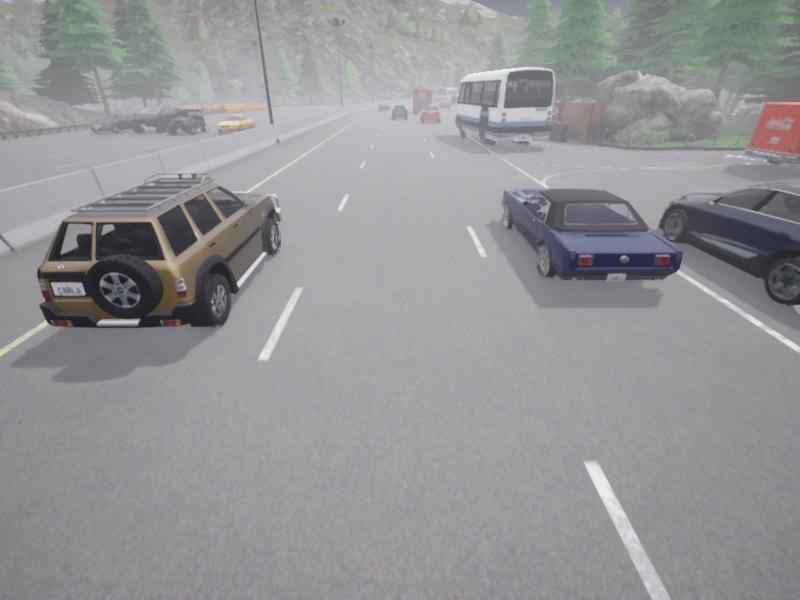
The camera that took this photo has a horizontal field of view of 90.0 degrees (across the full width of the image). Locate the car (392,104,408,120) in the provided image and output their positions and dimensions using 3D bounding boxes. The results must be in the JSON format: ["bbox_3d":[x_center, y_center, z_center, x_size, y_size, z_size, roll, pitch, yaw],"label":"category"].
[{"bbox_3d":[-0.032,-24.828,52.683,2.033,1.649,4.856,0,28,0],"label":"car"}]

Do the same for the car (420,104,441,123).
[{"bbox_3d":[3.471,-21.786,46.604,2.097,1.767,4.553,0,27,0],"label":"car"}]

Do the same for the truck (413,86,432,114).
[{"bbox_3d":[3.618,-32.390,64.841,2.891,3.827,8.468,1,27,3],"label":"truck"}]

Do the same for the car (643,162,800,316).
[{"bbox_3d":[6.993,-1.336,7.310,2.033,1.649,4.856,0,26,0],"label":"car"}]

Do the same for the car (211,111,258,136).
[{"bbox_3d":[-14.022,-15.199,34.271,1.801,1.575,5.366,0,27,0],"label":"car"}]

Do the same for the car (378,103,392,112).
[{"bbox_3d":[-2.725,-35.396,73.432,1.895,1.301,4.718,3,28,6],"label":"car"}]

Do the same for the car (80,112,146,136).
[{"bbox_3d":[-24.521,-15.227,34.482,2.128,1.511,4.902,0,28,0],"label":"car"}]

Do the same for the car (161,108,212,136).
[{"bbox_3d":[-17.522,-14.750,33.098,1.905,1.878,3.866,0,27,0],"label":"car"}]

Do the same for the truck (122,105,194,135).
[{"bbox_3d":[-21.023,-15.984,35.280,2.390,2.098,6.274,0,27,0],"label":"truck"}]

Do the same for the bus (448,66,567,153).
[{"bbox_3d":[6.414,-12.927,26.840,3.944,4.253,10.273,-5,28,-6],"label":"bus"}]

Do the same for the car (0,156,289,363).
[{"bbox_3d":[-3.503,-1.088,6.651,1.932,1.855,4.605,0,27,0],"label":"car"}]

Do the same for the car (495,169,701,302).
[{"bbox_3d":[3.494,-1.639,8.292,1.895,1.301,4.718,0,27,0],"label":"car"}]

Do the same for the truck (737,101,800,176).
[{"bbox_3d":[17.186,-6.356,15.575,5.204,2.467,2.627,0,27,2],"label":"truck"}]

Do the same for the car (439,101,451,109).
[{"bbox_3d":[9.219,-39.986,82.004,2.163,1.488,4.792,4,28,9],"label":"car"}]
